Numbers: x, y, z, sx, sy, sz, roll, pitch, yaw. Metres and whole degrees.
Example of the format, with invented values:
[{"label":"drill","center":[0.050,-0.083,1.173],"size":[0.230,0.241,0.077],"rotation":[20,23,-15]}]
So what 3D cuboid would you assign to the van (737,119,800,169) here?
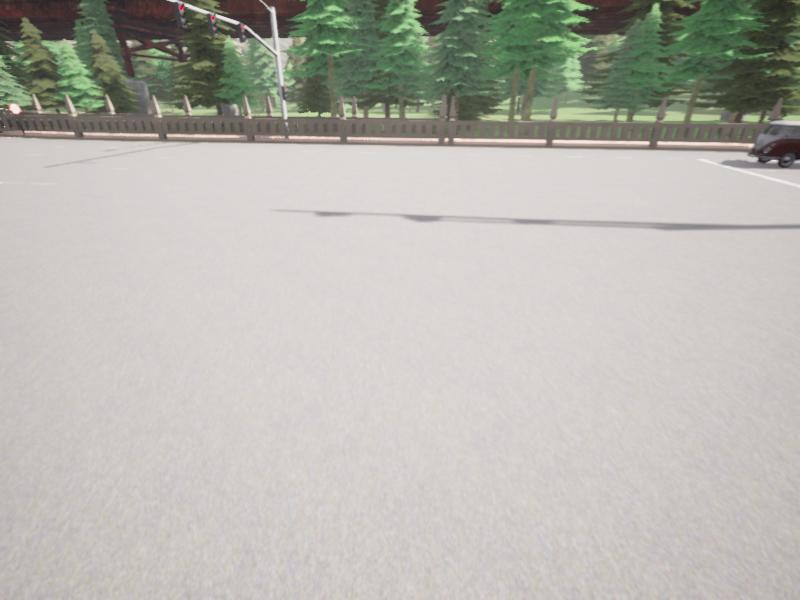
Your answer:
[{"label":"van","center":[19.241,-7.362,18.884],"size":[4.442,1.987,1.775],"rotation":[3,27,6]}]
